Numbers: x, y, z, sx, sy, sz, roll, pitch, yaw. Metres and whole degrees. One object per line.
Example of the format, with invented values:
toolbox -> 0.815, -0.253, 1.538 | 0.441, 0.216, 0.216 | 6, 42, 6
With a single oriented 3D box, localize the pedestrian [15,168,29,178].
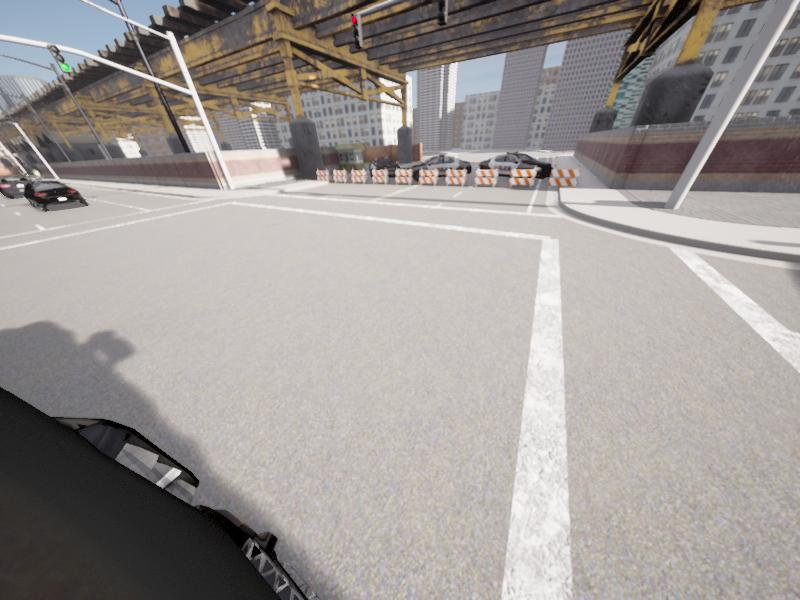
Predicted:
pedestrian -> -86.772, -29.122, 53.029 | 0.751, 1.860, 0.751 | 19, 40, 30

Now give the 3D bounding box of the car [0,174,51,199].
car -> -34.540, -10.332, 20.887 | 4.611, 1.667, 2.242 | 16, 38, 26

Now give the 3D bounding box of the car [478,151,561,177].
car -> 7.687, -9.153, 15.414 | 1.853, 1.218, 4.536 | -20, 37, -24

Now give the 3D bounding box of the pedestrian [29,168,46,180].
pedestrian -> -63.405, -22.038, 40.423 | 0.751, 1.860, 0.751 | 16, 38, 26

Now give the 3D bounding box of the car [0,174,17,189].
car -> -54.152, -15.839, 30.950 | 4.902, 1.511, 2.128 | 16, 38, 26

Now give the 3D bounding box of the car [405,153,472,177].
car -> 2.735, -10.059, 17.188 | 4.536, 1.218, 1.853 | -6, 34, -4

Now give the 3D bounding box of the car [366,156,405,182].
car -> -1.293, -11.047, 19.295 | 2.038, 1.542, 4.974 | -11, 34, -12

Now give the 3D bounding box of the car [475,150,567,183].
car -> 7.722, -8.998, 15.463 | 2.038, 1.542, 4.974 | -20, 37, -24

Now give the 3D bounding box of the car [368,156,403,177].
car -> -1.315, -11.205, 19.250 | 1.853, 1.218, 4.536 | -11, 34, -12

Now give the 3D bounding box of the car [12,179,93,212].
car -> -21.616, -6.569, 14.353 | 4.674, 1.442, 1.812 | 15, 38, 26

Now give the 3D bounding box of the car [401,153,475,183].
car -> 2.691, -9.922, 17.271 | 4.974, 1.542, 2.038 | -6, 34, -4
